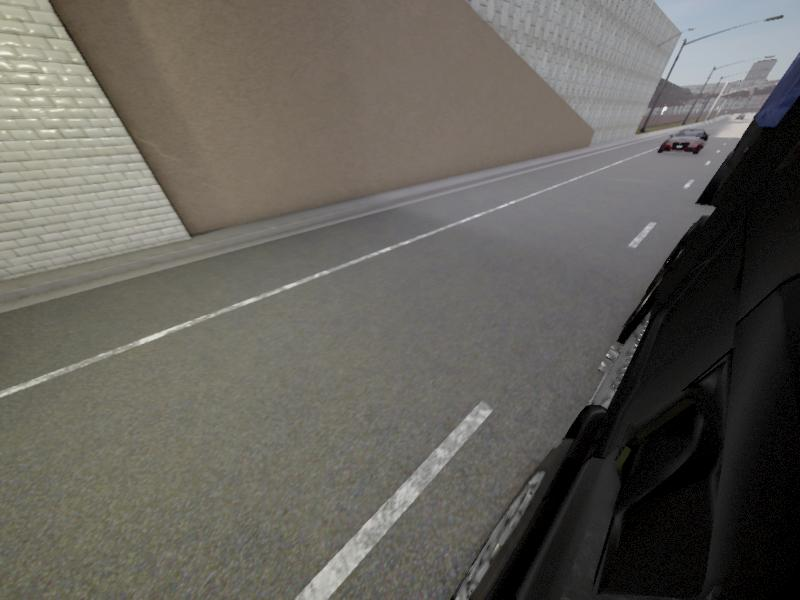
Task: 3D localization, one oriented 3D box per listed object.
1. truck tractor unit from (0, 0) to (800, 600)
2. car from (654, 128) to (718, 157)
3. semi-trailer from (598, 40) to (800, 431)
[{"bbox_3d":[2.645,-0.295,0.352,6.516,4.208,3.053,-28,44,-30],"label":"truck tractor unit"},{"bbox_3d":[19.870,-11.020,16.054,4.181,1.385,1.994,-28,44,-30],"label":"car"},{"bbox_3d":[8.697,-3.597,4.243,14.254,4.402,2.717,-28,44,-30],"label":"semi-trailer"}]
